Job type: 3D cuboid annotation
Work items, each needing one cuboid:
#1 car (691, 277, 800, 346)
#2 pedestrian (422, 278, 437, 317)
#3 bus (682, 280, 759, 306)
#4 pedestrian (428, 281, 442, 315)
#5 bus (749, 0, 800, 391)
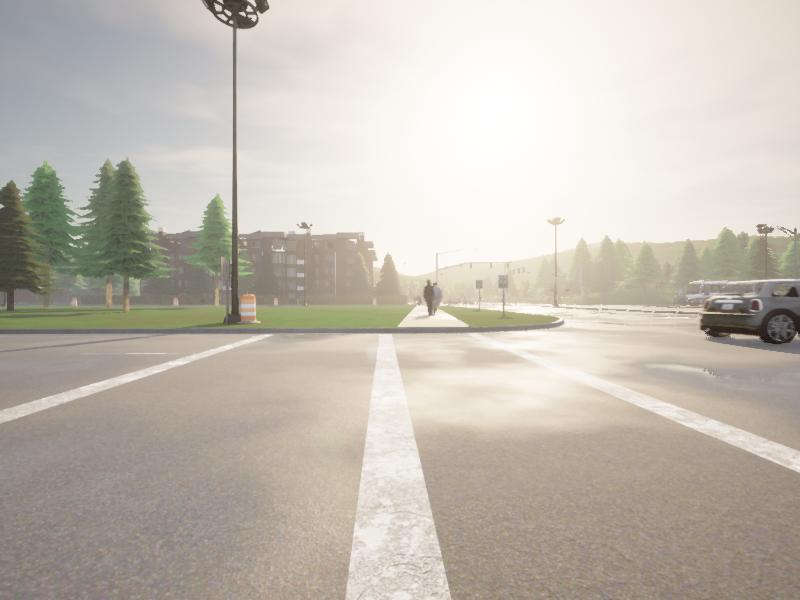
[{"bbox_3d":[9.585,0.253,9.592,3.806,1.475,1.970,0,0,-2],"label":"car"},{"bbox_3d":[1.458,-0.115,19.790,0.751,1.860,0.751,0,0,6],"label":"pedestrian"},{"bbox_3d":[54.791,-1.134,68.627,10.273,4.253,3.944,0,0,-2],"label":"bus"},{"bbox_3d":[1.981,-0.115,22.519,0.751,1.860,0.751,0,0,1],"label":"pedestrian"},{"bbox_3d":[9.162,-1.142,2.693,10.273,4.253,3.944,1,0,-2],"label":"bus"}]
